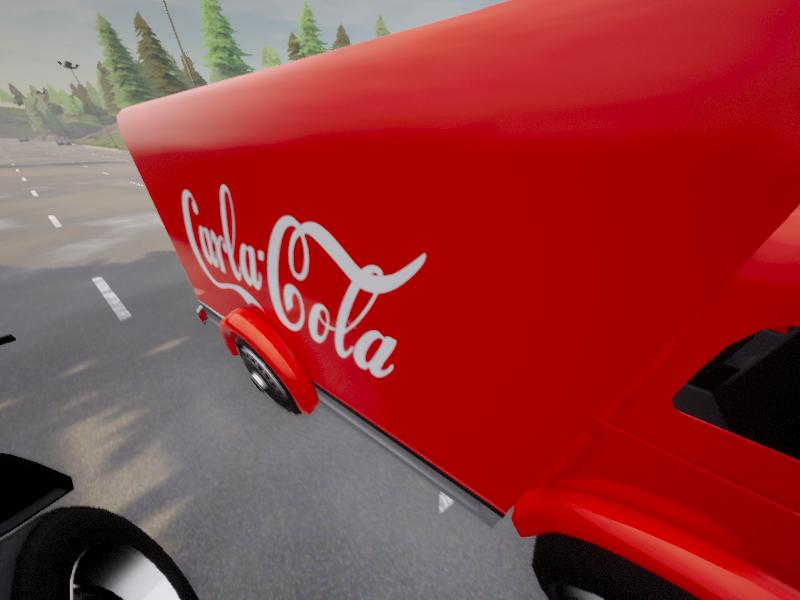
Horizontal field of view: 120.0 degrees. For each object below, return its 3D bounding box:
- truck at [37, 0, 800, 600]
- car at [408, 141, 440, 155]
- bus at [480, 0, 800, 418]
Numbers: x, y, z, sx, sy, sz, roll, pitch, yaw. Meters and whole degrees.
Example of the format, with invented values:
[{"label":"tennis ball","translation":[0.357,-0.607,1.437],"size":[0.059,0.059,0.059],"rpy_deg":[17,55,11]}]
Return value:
[{"label":"truck","translation":[0.477,-0.103,1.913],"size":[5.204,2.467,2.627],"rpy_deg":[22,41,28]},{"label":"car","translation":[3.852,-24.432,37.094],"size":[5.027,1.651,2.152],"rpy_deg":[-27,44,-33]},{"label":"bus","translation":[6.667,-0.867,1.510],"size":[10.273,4.253,3.944],"rpy_deg":[22,41,28]}]
